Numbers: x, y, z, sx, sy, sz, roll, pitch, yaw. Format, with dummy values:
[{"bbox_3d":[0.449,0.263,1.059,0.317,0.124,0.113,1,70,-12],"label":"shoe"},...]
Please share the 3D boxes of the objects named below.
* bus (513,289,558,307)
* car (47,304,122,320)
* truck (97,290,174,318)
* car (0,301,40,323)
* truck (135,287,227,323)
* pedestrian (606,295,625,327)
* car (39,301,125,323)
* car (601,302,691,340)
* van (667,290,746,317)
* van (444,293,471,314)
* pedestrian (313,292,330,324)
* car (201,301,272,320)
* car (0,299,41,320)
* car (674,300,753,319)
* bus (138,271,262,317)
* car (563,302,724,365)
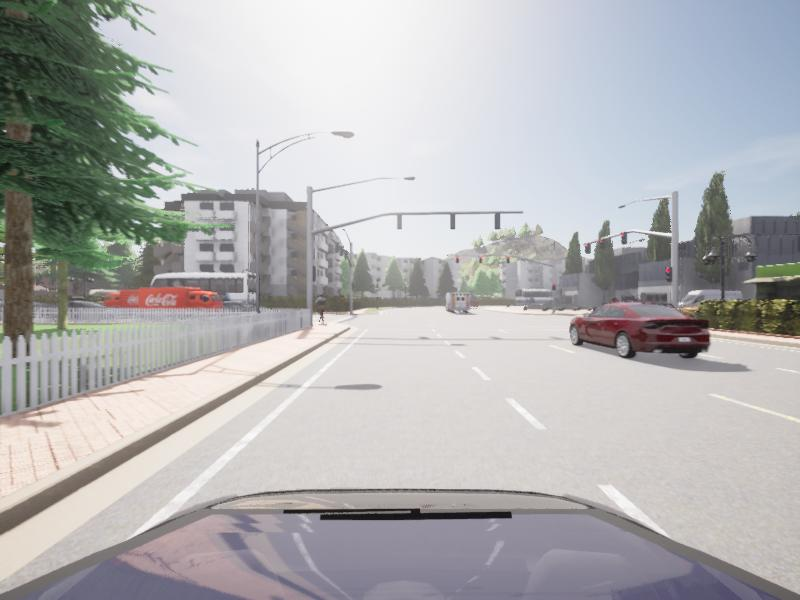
[{"bbox_3d":[33.626,-0.524,99.184,10.273,4.253,3.944,0,0,-20],"label":"bus"},{"bbox_3d":[-25.681,0.949,32.650,4.718,1.301,1.895,0,0,1],"label":"car"},{"bbox_3d":[-23.765,0.362,36.100,5.204,2.467,2.627,0,0,2],"label":"truck"},{"bbox_3d":[-29.593,0.849,29.247,4.892,1.490,1.837,0,0,2],"label":"car"},{"bbox_3d":[-15.680,0.361,28.898,5.204,2.467,2.627,0,0,2],"label":"truck"},{"bbox_3d":[12.871,0.641,23.913,0.751,1.860,0.751,0,0,10],"label":"pedestrian"},{"bbox_3d":[-23.035,0.849,29.082,4.892,1.490,1.837,0,0,1],"label":"car"},{"bbox_3d":[10.599,0.829,17.547,1.845,1.501,3.633,0,0,3],"label":"car"},{"bbox_3d":[29.227,0.328,38.274,5.915,2.561,1.988,0,0,1],"label":"van"},{"bbox_3d":[7.091,0.385,50.296,2.351,2.431,6.366,0,0,-1],"label":"van"},{"bbox_3d":[-4.687,0.489,23.773,0.751,1.860,0.751,0,0,-33],"label":"pedestrian"},{"bbox_3d":[-13.134,0.841,32.334,4.902,1.511,2.128,0,0,2],"label":"car"},{"bbox_3d":[-32.892,0.786,32.832,5.027,1.651,2.152,0,0,1],"label":"car"},{"bbox_3d":[27.156,0.806,34.788,5.366,1.575,1.801,0,0,2],"label":"car"},{"bbox_3d":[-19.356,-0.528,39.373,10.273,4.253,3.944,0,0,1],"label":"bus"},{"bbox_3d":[6.999,0.825,12.319,1.882,1.535,5.008,0,0,0],"label":"car"}]
